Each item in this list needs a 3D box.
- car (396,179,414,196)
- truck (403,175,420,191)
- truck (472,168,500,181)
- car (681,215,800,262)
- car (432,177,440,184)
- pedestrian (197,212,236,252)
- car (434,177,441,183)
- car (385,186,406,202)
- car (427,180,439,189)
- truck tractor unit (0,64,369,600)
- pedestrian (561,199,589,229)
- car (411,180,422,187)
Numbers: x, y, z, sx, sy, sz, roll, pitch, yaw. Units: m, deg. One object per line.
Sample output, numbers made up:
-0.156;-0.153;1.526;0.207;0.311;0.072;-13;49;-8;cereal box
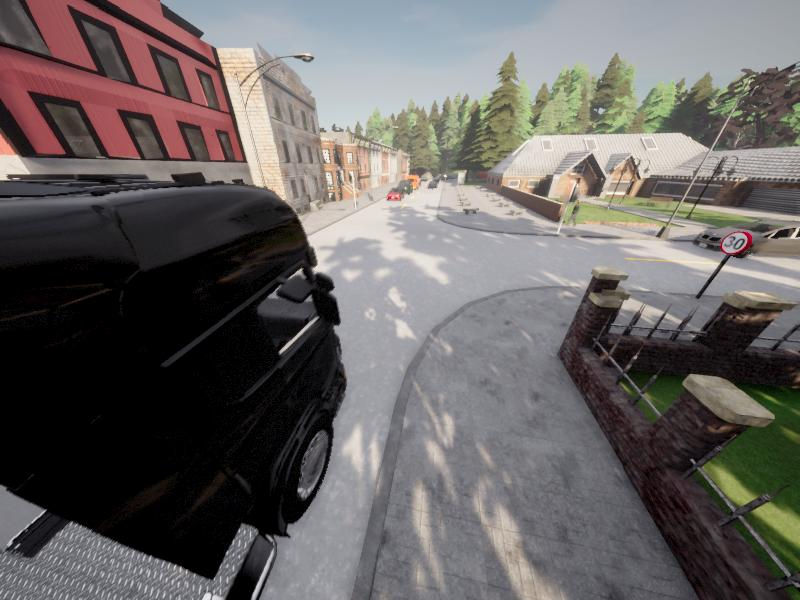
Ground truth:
0.881;-19.039;38.936;2.150;2.045;5.566;5;30;9;car
2.385;-23.415;46.091;2.627;2.467;5.204;5;30;9;truck
30.428;-44.570;81.811;8.468;3.827;2.891;5;30;8;truck
18.603;-3.183;11.849;4.611;1.667;2.242;6;30;9;car
9.541;-31.659;61.338;1.837;1.490;4.892;5;29;9;car
-9.424;-3.506;11.960;0.751;1.860;0.751;6;30;10;pedestrian
11.654;-37.377;71.681;1.837;1.490;4.892;5;30;9;car
-0.536;-14.777;32.073;2.007;1.525;4.514;5;30;9;car
7.041;-24.606;49.230;2.033;1.411;5.357;5;30;9;car
-2.689;1.672;0.889;3.053;4.208;6.516;5;31;9;truck tractor unit
12.427;-6.124;16.479;0.751;1.860;0.751;-3;30;-6;pedestrian
3.796;-26.830;53.181;1.895;1.301;4.718;5;30;8;car
